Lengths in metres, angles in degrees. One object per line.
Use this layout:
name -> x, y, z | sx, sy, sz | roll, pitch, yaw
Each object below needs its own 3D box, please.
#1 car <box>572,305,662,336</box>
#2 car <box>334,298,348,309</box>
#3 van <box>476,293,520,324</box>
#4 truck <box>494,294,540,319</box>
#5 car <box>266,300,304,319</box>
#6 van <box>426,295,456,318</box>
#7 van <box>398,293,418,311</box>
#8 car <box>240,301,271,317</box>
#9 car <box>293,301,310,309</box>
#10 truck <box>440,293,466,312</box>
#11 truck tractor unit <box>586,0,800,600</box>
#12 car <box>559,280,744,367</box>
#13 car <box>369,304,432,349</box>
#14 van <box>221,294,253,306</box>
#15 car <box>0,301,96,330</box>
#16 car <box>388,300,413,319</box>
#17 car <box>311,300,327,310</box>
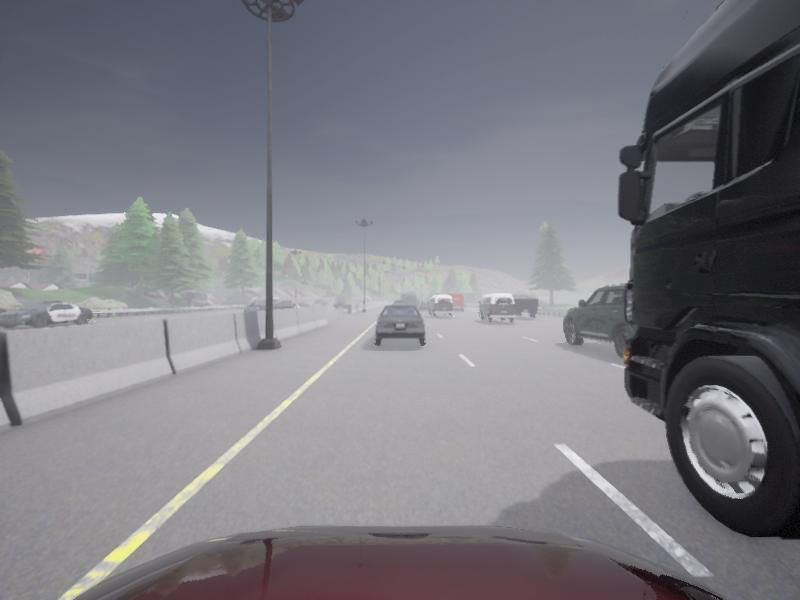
car -> 10.516, 0.940, 19.864 | 1.895, 1.301, 4.718 | 0, 0, 0
car -> -10.439, 0.642, 70.825 | 1.905, 1.878, 3.866 | 0, 0, 0
van -> 7.025, 0.565, 29.194 | 2.069, 2.038, 4.480 | 0, 0, 0
truck -> 10.532, 0.535, 36.581 | 2.390, 2.098, 6.274 | 0, 0, 0
car -> -10.470, 0.819, 36.704 | 2.038, 1.542, 4.974 | 0, 0, 0
van -> 3.870, 0.561, 38.296 | 2.069, 2.038, 4.480 | 0, 0, -4
van -> 1.110, 0.310, 61.352 | 1.988, 2.561, 5.915 | 0, 0, -10
car -> -14.175, 0.818, 39.499 | 1.845, 1.501, 3.633 | 0, 0, -2
car -> -17.438, 0.923, 70.890 | 1.895, 1.301, 4.718 | 0, 0, 0
truck -> 7.167, 0.345, 54.689 | 2.627, 2.467, 5.204 | 0, 0, -1
truck tractor unit -> 3.486, -0.522, 0.952 | 3.053, 4.208, 6.516 | 0, 0, 0
car -> 7.009, 0.564, 12.183 | 2.150, 2.045, 5.566 | 0, 0, 0
car -> 0.013, 0.891, 15.704 | 2.033, 1.411, 5.357 | 0, 0, 0
van -> -34.748, 0.086, 85.394 | 5.915, 2.561, 1.988 | 0, 0, 0
car -> -20.981, 0.819, 23.750 | 2.038, 1.542, 4.974 | 0, 0, 0
car -> 0.030, 0.815, 34.727 | 2.038, 1.542, 4.974 | 0, 0, 0
car -> -13.942, 0.812, 69.192 | 1.851, 1.617, 3.988 | 0, 0, 0
